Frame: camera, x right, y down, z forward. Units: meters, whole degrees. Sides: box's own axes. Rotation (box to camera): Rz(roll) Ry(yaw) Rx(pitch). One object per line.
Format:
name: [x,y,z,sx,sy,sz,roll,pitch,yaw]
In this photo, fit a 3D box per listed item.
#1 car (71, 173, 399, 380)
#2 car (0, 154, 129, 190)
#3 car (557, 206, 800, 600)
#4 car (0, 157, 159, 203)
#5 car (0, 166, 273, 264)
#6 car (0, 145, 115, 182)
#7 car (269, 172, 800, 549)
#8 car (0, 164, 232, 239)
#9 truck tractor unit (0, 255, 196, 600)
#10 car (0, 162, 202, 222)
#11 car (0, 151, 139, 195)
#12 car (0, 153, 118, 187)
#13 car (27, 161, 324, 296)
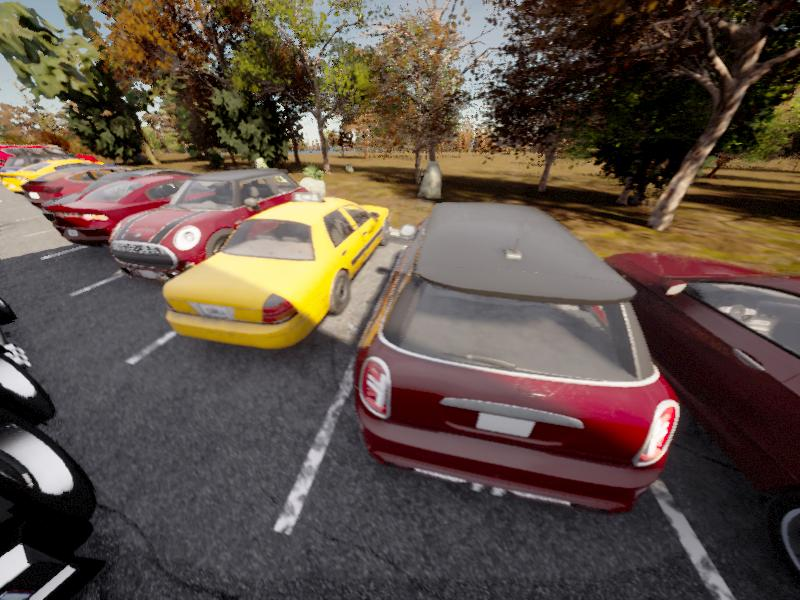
car: [-1.509,-1.311,4.562,1.946,1.575,5.366,6,35,9]
car: [-21.596,-8.353,14.838,2.231,1.521,4.892,8,35,11]
car: [3.555,0.531,1.947,2.002,1.452,4.674,6,34,9]
car: [-16.631,-6.516,12.158,2.097,1.535,5.008,7,35,11]
car: [-6.610,-2.940,6.942,2.097,1.535,5.008,7,35,10]
car: [-26.537,-10.440,17.435,2.435,2.045,5.566,8,35,11]
car: [0.996,-0.438,3.068,2.185,1.767,4.553,6,35,9]
car: [-9.125,-3.782,8.222,2.163,1.488,4.792,7,35,10]
truck tractor unit: [-5.098,-0.314,0.797,6.516,4.208,3.053,19,39,25]
car: [-11.630,-4.709,9.576,2.163,1.488,4.792,7,35,10]
car: [-19.120,-7.522,13.403,2.185,1.767,4.553,7,35,11]
car: [-24.107,-9.184,16.042,1.946,1.575,5.366,8,35,11]
car: [-4.067,-2.191,5.627,2.185,1.767,4.553,7,35,9]
